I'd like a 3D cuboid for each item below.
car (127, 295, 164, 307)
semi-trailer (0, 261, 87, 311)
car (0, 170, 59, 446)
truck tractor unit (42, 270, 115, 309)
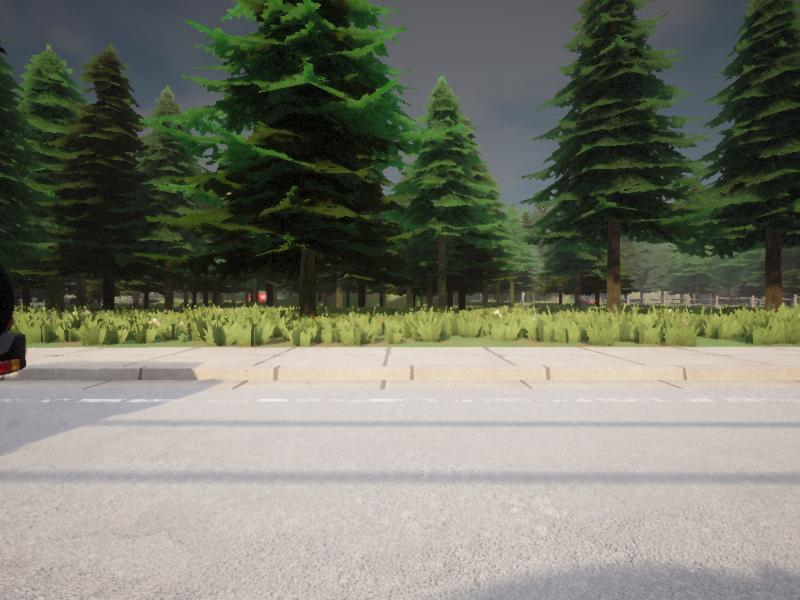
[{"bbox_3d":[-36.607,0.159,57.675,2.242,1.667,4.611,0,0,1],"label":"car"},{"bbox_3d":[-36.831,-1.217,38.251,2.717,4.402,14.254,0,0,0],"label":"semi-trailer"},{"bbox_3d":[-4.993,0.057,2.189,4.605,1.855,1.932,0,0,0],"label":"car"},{"bbox_3d":[-36.816,-1.114,46.164,3.053,4.208,6.516,0,0,1],"label":"truck tractor unit"}]
